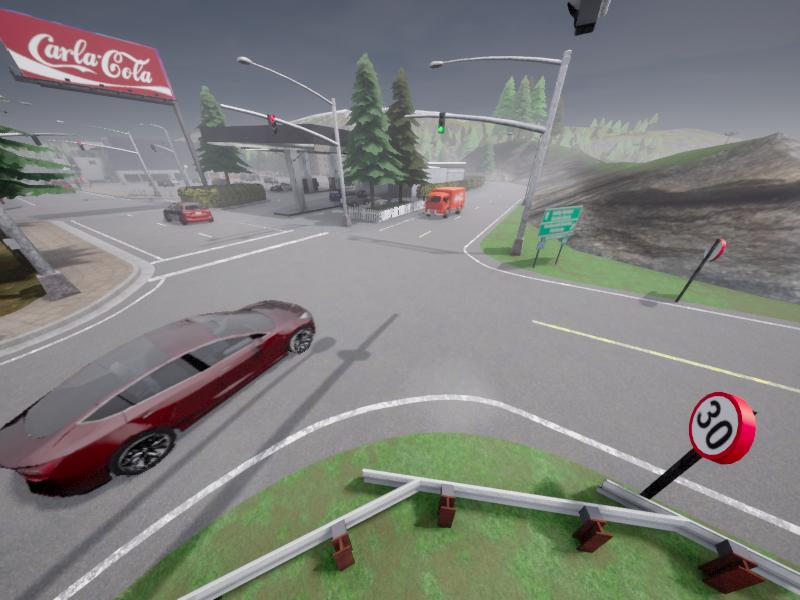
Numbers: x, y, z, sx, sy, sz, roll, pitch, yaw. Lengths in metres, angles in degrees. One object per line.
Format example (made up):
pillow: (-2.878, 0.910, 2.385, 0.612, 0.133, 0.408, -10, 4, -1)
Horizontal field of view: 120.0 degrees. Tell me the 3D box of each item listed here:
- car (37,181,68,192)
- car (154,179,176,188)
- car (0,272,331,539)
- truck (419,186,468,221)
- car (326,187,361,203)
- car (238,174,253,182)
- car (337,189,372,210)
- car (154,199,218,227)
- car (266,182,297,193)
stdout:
car: (-66.476, -21.721, 44.165, 4.611, 1.667, 2.242, 16, 34, 26)
car: (-54.495, -27.084, 53.607, 4.514, 1.523, 2.007, 16, 34, 26)
car: (-4.131, 1.196, 4.920, 2.163, 1.488, 4.792, 17, 36, 26)
truck: (4.437, -9.731, 22.981, 2.627, 2.467, 5.204, 19, 35, 29)
car: (-8.082, -15.233, 33.445, 2.242, 1.667, 4.611, 16, 34, 26)
car: (-49.373, -39.016, 73.832, 3.866, 1.878, 1.905, 16, 34, 26)
car: (-5.367, -12.080, 27.650, 1.905, 1.878, 3.866, 16, 34, 26)
car: (-18.362, -7.600, 19.872, 4.611, 1.667, 2.242, 16, 32, 26)
car: (-23.524, -22.541, 46.109, 2.038, 1.542, 4.974, 16, 34, 26)
